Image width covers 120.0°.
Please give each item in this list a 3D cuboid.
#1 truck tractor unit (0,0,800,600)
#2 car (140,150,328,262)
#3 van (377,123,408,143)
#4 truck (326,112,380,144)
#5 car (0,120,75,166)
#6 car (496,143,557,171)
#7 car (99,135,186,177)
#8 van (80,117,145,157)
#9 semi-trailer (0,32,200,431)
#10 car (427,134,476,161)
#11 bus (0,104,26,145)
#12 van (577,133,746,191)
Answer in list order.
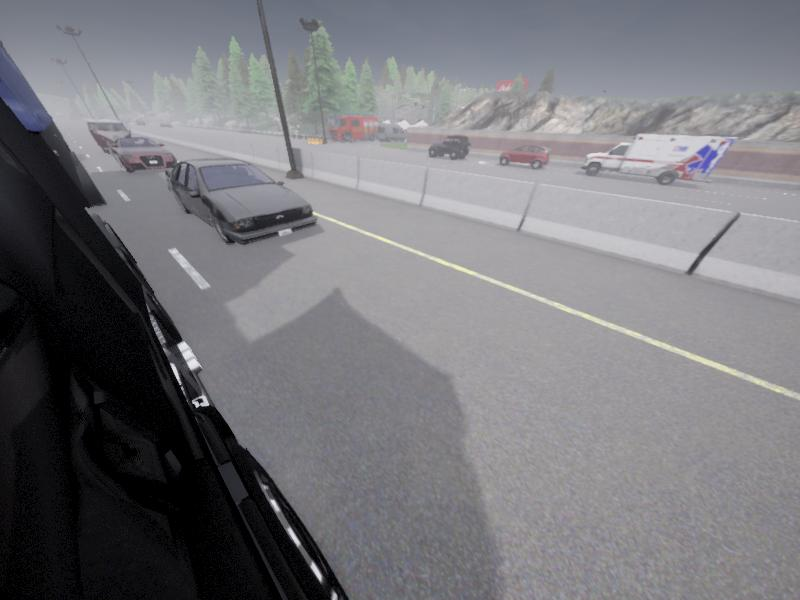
[{"bbox_3d":[-2.645,-0.295,0.351,6.516,4.208,3.053,28,44,30],"label":"truck tractor unit"},{"bbox_3d":[-4.465,-2.842,6.055,5.357,1.411,2.033,28,44,30],"label":"car"},{"bbox_3d":[-1.215,-28.923,40.137,1.988,2.561,5.915,28,43,30],"label":"van"},{"bbox_3d":[-7.422,-28.375,38.078,2.891,3.827,8.468,30,46,32],"label":"truck"},{"bbox_3d":[-20.440,-8.801,12.794,4.553,1.767,2.097,28,44,30],"label":"car"},{"bbox_3d":[10.047,-11.556,18.548,3.705,1.549,1.789,28,44,30],"label":"car"},{"bbox_3d":[-13.154,-7.468,11.795,4.181,1.385,1.994,28,43,30],"label":"car"},{"bbox_3d":[-20.369,-11.577,16.376,4.442,1.987,1.775,29,44,30],"label":"van"},{"bbox_3d":[-8.651,-3.625,4.290,14.254,4.402,2.717,28,43,30],"label":"semi-trailer"},{"bbox_3d":[4.766,-14.515,21.935,3.866,1.878,1.905,28,44,30],"label":"car"},{"bbox_3d":[-36.264,-15.621,18.979,10.273,4.253,3.944,28,44,30],"label":"bus"},{"bbox_3d":[15.621,-8.941,14.622,6.366,2.431,2.351,28,43,30],"label":"van"}]
